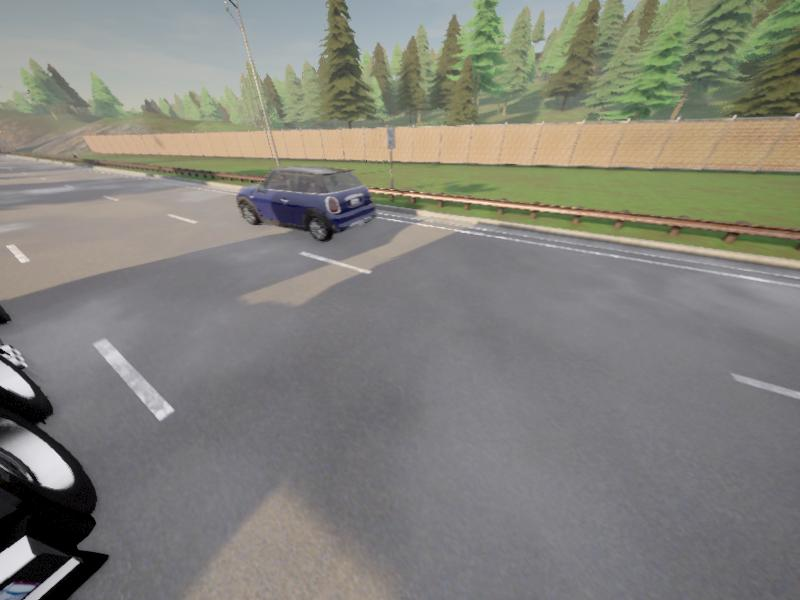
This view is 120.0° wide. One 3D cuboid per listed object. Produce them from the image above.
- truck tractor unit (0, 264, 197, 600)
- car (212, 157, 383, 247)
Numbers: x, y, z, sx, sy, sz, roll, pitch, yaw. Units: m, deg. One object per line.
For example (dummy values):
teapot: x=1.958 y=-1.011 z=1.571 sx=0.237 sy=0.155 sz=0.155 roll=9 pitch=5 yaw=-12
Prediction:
truck tractor unit: x=-5.118 y=-0.292 z=0.780 sx=6.516 sy=4.208 sz=3.053 roll=18 pitch=39 yaw=24
car: x=-3.045 y=-3.247 z=7.134 sx=4.553 sy=1.767 sz=2.097 roll=18 pitch=39 yaw=24
